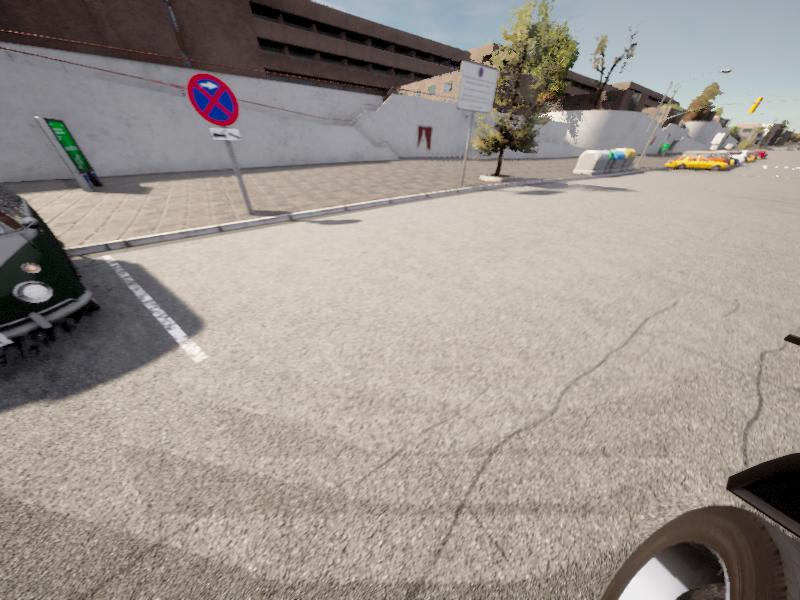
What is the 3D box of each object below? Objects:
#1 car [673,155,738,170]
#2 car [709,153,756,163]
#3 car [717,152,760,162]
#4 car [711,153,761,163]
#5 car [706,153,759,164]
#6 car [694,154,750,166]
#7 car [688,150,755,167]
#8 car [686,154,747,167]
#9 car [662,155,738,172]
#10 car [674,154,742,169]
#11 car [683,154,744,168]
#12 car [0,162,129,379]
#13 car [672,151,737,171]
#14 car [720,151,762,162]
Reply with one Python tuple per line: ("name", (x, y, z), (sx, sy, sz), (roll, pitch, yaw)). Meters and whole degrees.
("car", (41.270, -18.794, 31.427), (4.792, 1.488, 2.163), (22, 39, 28))
("car", (65.693, -28.099, 45.790), (4.792, 1.488, 2.163), (22, 39, 28))
("car", (73.074, -30.978, 50.003), (4.553, 1.767, 2.185), (22, 39, 28))
("car", (68.316, -28.980, 47.117), (5.366, 1.575, 1.946), (22, 39, 28))
("car", (63.430, -27.137, 44.231), (5.366, 1.575, 1.946), (22, 39, 28))
("car", (53.507, -23.491, 38.574), (4.892, 1.521, 2.231), (22, 39, 28))
("car", (51.041, -22.771, 37.000), (5.566, 2.045, 2.435), (22, 39, 28))
("car", (48.623, -21.624, 35.700), (5.008, 1.535, 2.097), (22, 39, 28))
("car", (36.564, -16.878, 28.450), (5.366, 1.575, 1.946), (22, 39, 28))
("car", (43.586, -19.810, 32.915), (5.366, 1.575, 1.946), (21, 39, 28))
("car", (46.185, -20.681, 34.258), (4.892, 1.521, 2.231), (22, 39, 28))
("car", (-6.312, -0.687, 3.234), (4.442, 1.987, 1.878), (21, 40, 29))
("car", (38.953, -18.023, 29.789), (4.442, 1.987, 1.878), (22, 39, 28))
("car", (75.600, -31.966, 51.354), (4.442, 1.987, 1.878), (22, 39, 28))
